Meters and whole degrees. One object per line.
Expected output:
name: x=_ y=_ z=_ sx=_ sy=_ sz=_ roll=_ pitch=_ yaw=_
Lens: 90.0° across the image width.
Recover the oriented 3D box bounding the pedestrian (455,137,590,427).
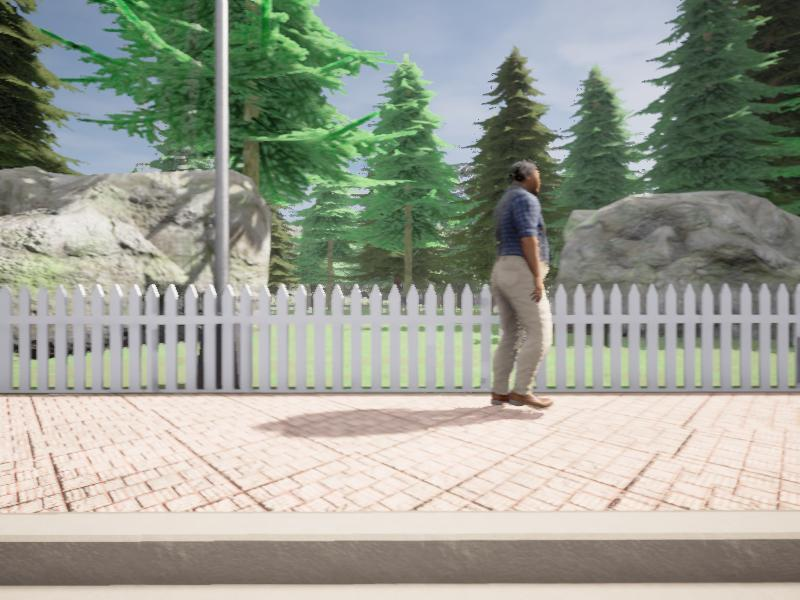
pedestrian: x=0.845 y=-0.116 z=2.957 sx=0.751 sy=1.860 sz=0.751 roll=0 pitch=0 yaw=-1
